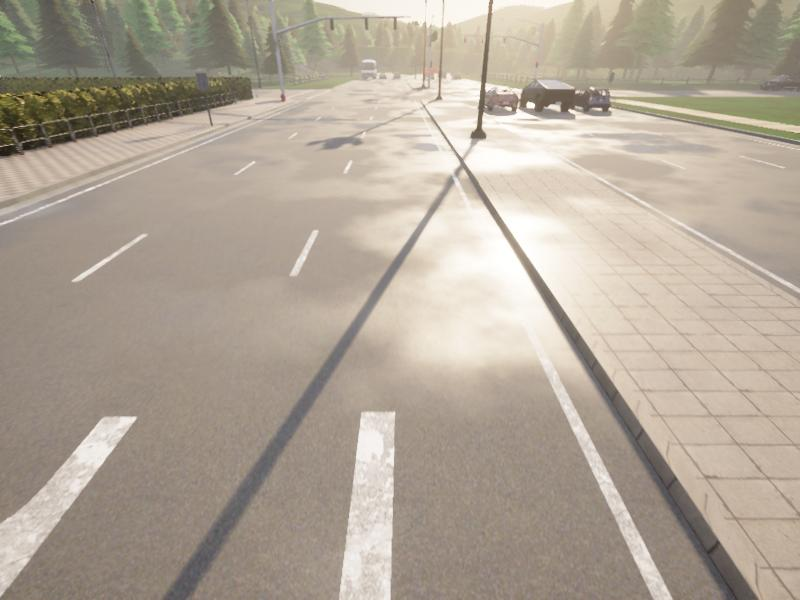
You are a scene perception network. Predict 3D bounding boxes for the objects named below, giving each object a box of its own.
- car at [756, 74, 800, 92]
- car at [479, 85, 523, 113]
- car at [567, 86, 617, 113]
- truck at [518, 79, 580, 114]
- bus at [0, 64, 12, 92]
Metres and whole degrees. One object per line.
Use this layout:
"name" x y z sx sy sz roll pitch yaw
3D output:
"car" 51.938 -29.171 53.787 5.566 2.045 2.150 0 30 0
"car" 7.798 -15.894 31.512 2.152 1.651 5.027 0 30 0
"car" 14.804 -15.675 31.158 1.851 1.617 3.988 0 30 0
"truck" 11.303 -15.911 31.073 2.390 2.098 6.274 0 30 0
"bus" -58.326 -29.462 52.021 10.273 4.253 3.944 0 30 0
